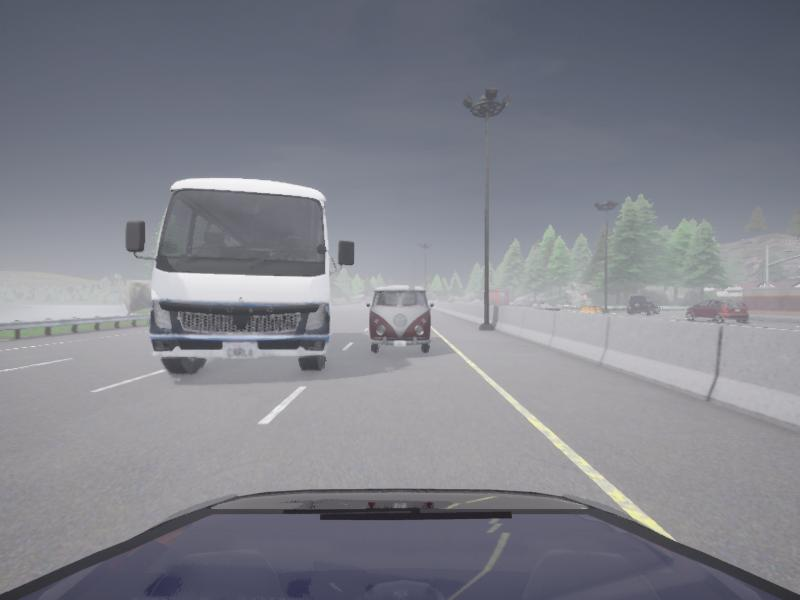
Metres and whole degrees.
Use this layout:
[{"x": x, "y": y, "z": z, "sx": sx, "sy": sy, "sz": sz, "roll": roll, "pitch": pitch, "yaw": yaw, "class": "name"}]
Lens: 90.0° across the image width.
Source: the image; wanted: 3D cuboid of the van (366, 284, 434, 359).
[{"x": 0.000, "y": 0.567, "z": 12.741, "sx": 1.775, "sy": 1.987, "sz": 4.442, "roll": 0, "pitch": 0, "yaw": 0, "class": "van"}]

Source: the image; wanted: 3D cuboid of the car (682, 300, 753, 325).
[{"x": 21.000, "y": 0.749, "z": 26.655, "sx": 1.789, "sy": 1.549, "sz": 3.705, "roll": 0, "pitch": 0, "yaw": 0, "class": "car"}]

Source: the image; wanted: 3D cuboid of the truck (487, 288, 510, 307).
[{"x": 21.007, "y": -0.530, "z": 86.033, "sx": 2.891, "sy": 3.827, "sz": 8.468, "roll": 0, "pitch": 0, "yaw": 0, "class": "truck"}]

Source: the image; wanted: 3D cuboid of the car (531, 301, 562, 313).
[{"x": 17.501, "y": 0.828, "z": 48.031, "sx": 1.895, "sy": 1.301, "sz": 4.718, "roll": 0, "pitch": 0, "yaw": 0, "class": "car"}]

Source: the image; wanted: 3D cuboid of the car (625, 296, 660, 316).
[{"x": 23.889, "y": 0.550, "z": 39.325, "sx": 3.866, "sy": 1.878, "sz": 1.905, "roll": 0, "pitch": -1, "yaw": -42, "class": "car"}]

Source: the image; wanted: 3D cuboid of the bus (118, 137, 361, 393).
[{"x": -3.791, "y": -0.563, "z": 12.075, "sx": 3.944, "sy": 4.253, "sz": 10.273, "roll": 1, "pitch": 0, "yaw": -12, "class": "bus"}]
